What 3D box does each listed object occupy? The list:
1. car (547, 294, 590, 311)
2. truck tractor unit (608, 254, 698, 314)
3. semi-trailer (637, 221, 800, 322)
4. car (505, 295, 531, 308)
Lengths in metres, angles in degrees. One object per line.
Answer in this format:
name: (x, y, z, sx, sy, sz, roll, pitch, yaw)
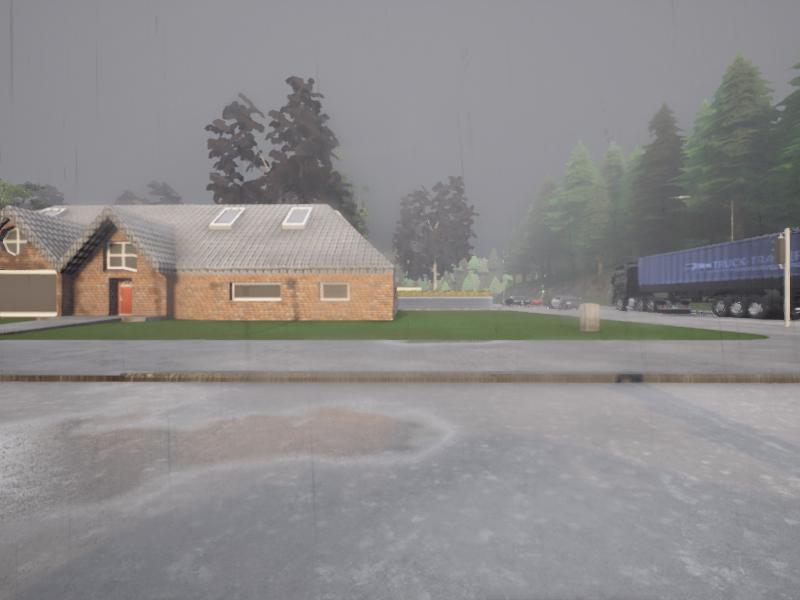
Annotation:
car: (15.696, 0.218, 37.619, 2.038, 1.542, 4.974, 0, 0, 1)
truck tractor unit: (19.601, -1.137, 31.583, 3.053, 4.208, 6.516, 0, 0, 1)
semi-trailer: (19.220, -1.234, 23.680, 2.717, 4.402, 14.254, 0, 0, 3)
car: (15.996, 0.171, 54.567, 2.152, 1.651, 5.027, 0, 0, 1)
